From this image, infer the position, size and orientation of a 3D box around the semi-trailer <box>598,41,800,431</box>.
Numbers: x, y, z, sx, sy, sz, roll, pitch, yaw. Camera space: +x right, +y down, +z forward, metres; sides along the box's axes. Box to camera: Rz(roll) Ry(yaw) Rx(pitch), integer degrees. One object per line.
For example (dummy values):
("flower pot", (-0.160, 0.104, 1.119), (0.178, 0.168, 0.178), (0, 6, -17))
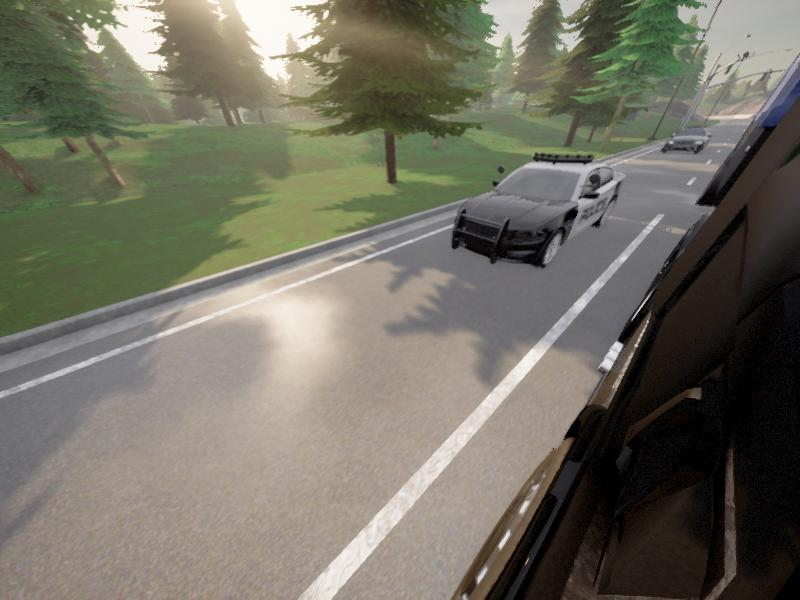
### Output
("semi-trailer", (8.702, -3.585, 4.251), (14.254, 4.402, 2.717), (-28, 44, -30))

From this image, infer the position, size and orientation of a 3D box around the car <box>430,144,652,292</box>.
("car", (3.235, -2.279, 5.140), (5.238, 1.638, 1.930), (-28, 44, -30))

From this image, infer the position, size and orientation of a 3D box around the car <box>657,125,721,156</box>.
("car", (21.025, -11.661, 16.789), (4.974, 1.542, 2.038), (-28, 44, -30))

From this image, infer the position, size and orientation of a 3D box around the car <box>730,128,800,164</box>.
("car", (21.186, -8.947, 13.277), (4.181, 1.385, 1.994), (-28, 44, -30))

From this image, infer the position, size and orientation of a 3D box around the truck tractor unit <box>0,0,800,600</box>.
("truck tractor unit", (2.645, -0.295, 0.351), (6.516, 4.208, 3.053), (-28, 44, -30))
